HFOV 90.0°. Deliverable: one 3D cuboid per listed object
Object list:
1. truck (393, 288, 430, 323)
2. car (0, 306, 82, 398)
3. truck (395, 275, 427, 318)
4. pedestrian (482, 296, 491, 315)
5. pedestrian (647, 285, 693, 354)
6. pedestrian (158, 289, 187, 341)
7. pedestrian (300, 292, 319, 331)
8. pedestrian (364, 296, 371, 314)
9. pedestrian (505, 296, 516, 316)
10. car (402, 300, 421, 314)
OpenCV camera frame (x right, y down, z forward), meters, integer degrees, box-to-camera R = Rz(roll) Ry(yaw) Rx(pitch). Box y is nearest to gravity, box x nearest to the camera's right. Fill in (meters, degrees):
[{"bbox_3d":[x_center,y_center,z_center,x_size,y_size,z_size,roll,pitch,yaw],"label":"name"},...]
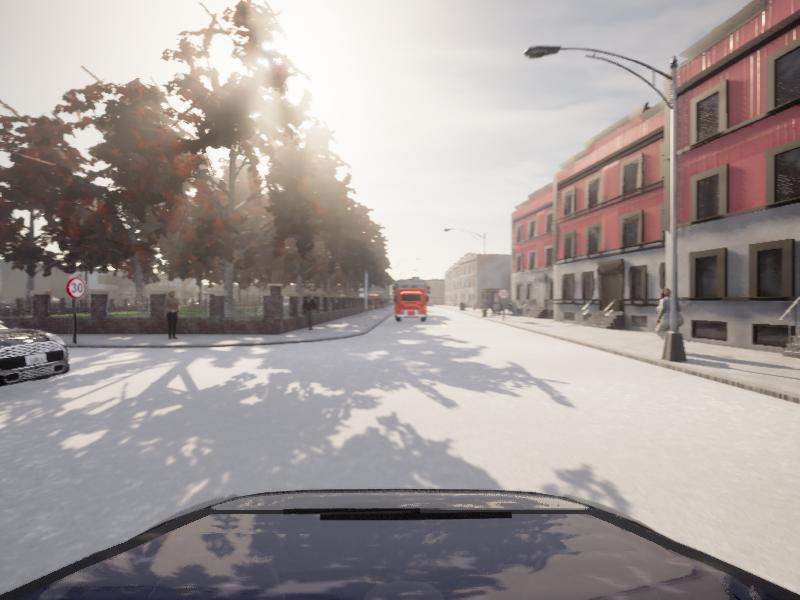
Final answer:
[{"bbox_3d":[0.841,0.361,30.726,2.627,2.467,5.204,0,0,1],"label":"truck"},{"bbox_3d":[-8.409,0.862,7.201,3.806,1.475,1.970,0,0,0],"label":"car"},{"bbox_3d":[1.130,-0.316,39.882,2.891,3.827,8.468,0,0,2],"label":"truck"},{"bbox_3d":[8.491,0.531,39.256,0.751,1.860,0.751,0,0,-3],"label":"pedestrian"},{"bbox_3d":[7.562,0.528,11.229,0.751,1.860,0.751,0,0,-11],"label":"pedestrian"},{"bbox_3d":[-8.589,0.544,15.089,0.751,1.860,0.751,0,0,44],"label":"pedestrian"},{"bbox_3d":[-4.309,0.541,19.142,0.751,1.860,0.751,0,0,0],"label":"pedestrian"},{"bbox_3d":[-3.555,0.543,43.969,0.751,1.860,0.751,0,0,1],"label":"pedestrian"},{"bbox_3d":[10.187,0.530,36.885,0.751,1.860,0.751,0,0,-2],"label":"pedestrian"},{"bbox_3d":[1.406,0.787,48.406,2.152,1.651,5.027,0,0,2],"label":"car"}]
